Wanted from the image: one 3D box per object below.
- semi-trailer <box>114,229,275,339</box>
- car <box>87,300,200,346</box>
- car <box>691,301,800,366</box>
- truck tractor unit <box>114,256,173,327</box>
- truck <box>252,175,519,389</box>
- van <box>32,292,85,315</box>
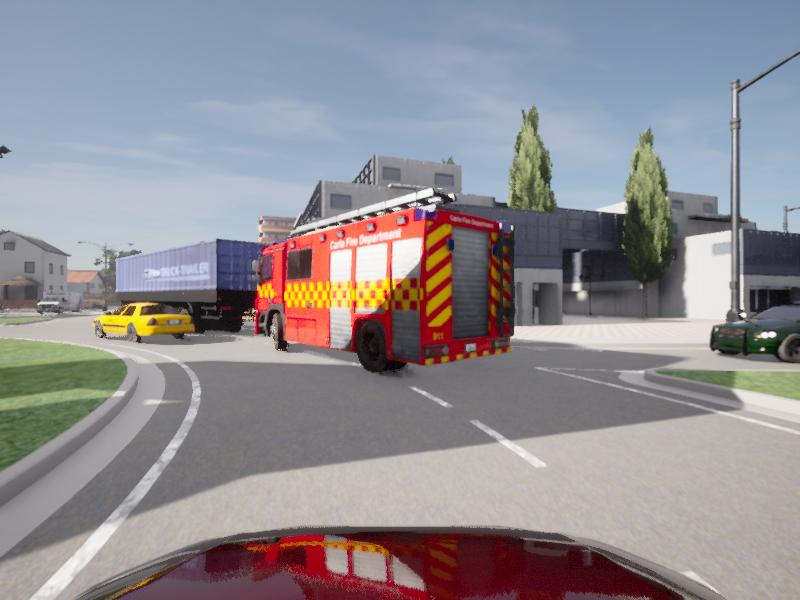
[{"bbox_3d":[-11.947,-0.637,21.816,14.254,4.402,2.717,0,0,41],"label":"semi-trailer"},{"bbox_3d":[-10.349,0.787,15.985,5.366,1.575,1.801,0,0,33],"label":"car"},{"bbox_3d":[11.103,0.810,11.027,4.974,1.542,2.038,0,0,-9],"label":"car"},{"bbox_3d":[-17.534,-0.544,27.348,3.053,4.208,6.516,0,0,-34],"label":"truck tractor unit"},{"bbox_3d":[-1.168,-0.331,11.310,2.891,3.827,8.468,0,0,-41],"label":"truck"},{"bbox_3d":[-37.729,0.344,44.484,2.351,2.431,6.366,0,0,-20],"label":"van"}]
